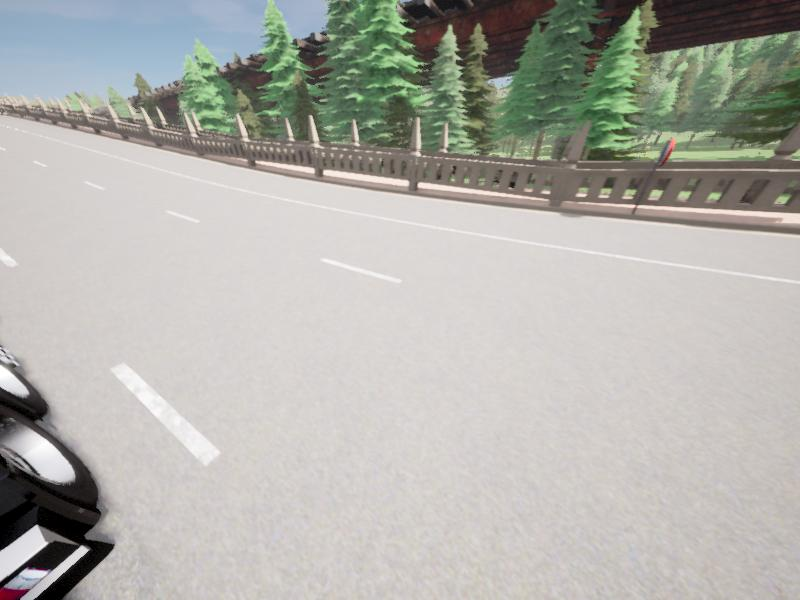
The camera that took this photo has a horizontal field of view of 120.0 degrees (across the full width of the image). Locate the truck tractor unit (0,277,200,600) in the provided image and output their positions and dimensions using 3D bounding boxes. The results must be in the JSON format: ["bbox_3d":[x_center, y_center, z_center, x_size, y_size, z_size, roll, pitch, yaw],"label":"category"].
[{"bbox_3d":[-5.123,-0.291,0.717,6.516,4.208,3.053,18,39,23],"label":"truck tractor unit"}]
